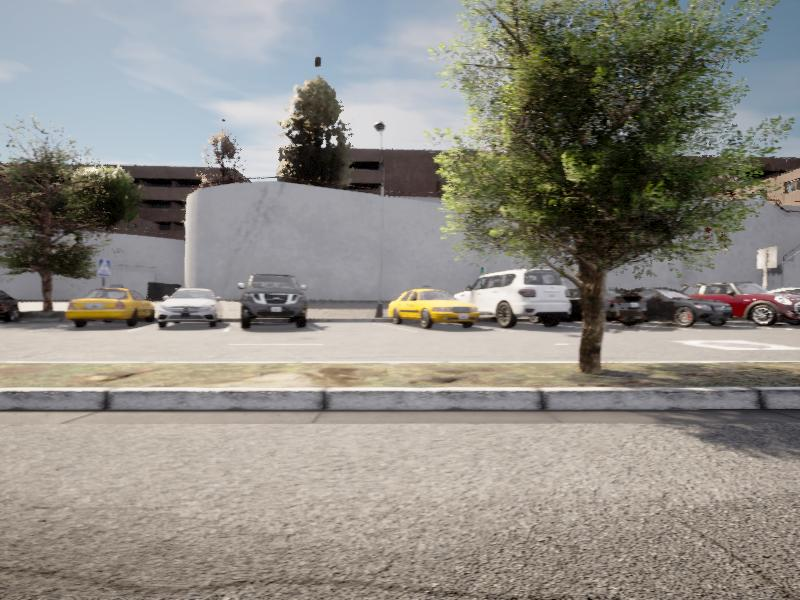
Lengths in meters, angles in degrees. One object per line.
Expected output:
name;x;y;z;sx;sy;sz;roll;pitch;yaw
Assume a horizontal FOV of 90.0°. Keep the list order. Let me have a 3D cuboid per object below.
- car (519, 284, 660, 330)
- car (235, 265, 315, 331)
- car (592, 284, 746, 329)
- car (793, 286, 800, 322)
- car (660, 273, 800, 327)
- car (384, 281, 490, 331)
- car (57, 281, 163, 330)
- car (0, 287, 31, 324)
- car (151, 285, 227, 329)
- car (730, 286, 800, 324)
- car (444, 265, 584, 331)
car;7.051;0.244;15.553;2.163;1.488;4.792;0;-1;-20
car;-4.929;-0.015;15.513;2.435;2.045;5.566;1;-1;-20
car;10.076;0.241;15.528;2.002;1.452;4.674;0;-1;-20
car;19.076;0.122;15.513;2.097;1.535;5.008;-1;-1;-20
car;13.064;0.050;15.556;2.185;1.767;4.553;0;-1;-20
car;1.124;0.229;15.359;1.946;1.575;5.366;1;-1;-20
car;-11.023;0.213;15.711;1.946;1.575;5.366;0;-1;-20
car;-16.946;0.212;15.517;2.163;1.488;4.792;1;-1;-20
car;-7.950;0.265;15.542;2.002;1.452;4.674;1;-1;-20
car;16.076;0.190;15.524;2.002;1.452;4.674;0;-1;-20
car;4.051;-0.024;15.558;2.435;2.045;5.566;0;-1;-20
